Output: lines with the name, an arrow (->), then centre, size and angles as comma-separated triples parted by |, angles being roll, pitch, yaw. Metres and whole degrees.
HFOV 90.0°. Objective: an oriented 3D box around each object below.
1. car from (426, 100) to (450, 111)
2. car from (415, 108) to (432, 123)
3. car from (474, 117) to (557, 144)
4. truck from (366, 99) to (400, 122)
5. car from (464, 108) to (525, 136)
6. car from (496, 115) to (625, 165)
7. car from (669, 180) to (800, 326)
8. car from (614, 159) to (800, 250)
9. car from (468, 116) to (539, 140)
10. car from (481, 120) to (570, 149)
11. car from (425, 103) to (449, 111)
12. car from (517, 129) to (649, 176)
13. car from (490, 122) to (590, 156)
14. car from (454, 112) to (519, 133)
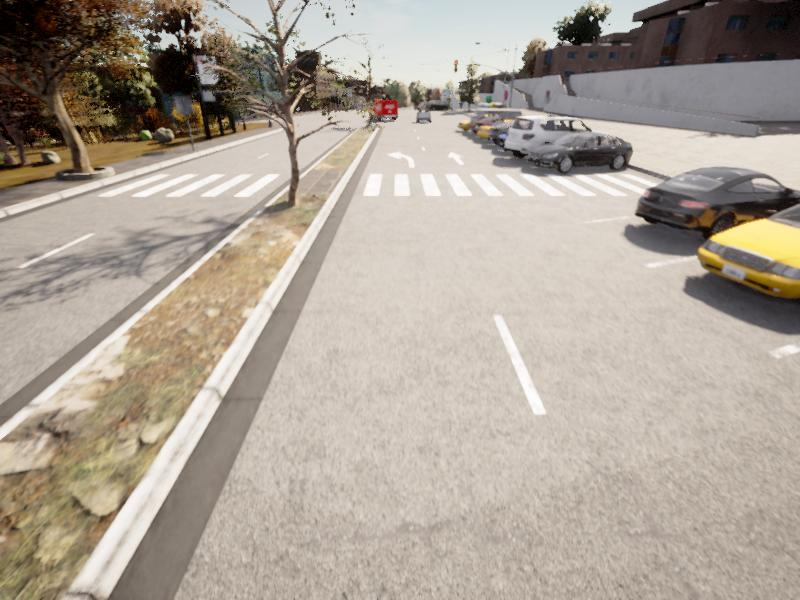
car -> 7.769, -40.143, 82.751 | 4.442, 1.987, 1.878 | -8, 27, -18
car -> 2.880, -22.602, 48.954 | 1.845, 1.501, 3.633 | 0, 27, 0
car -> 8.173, -12.100, 28.439 | 5.366, 1.575, 1.946 | -9, 28, -18
truck -> -2.309, -24.995, 52.664 | 2.627, 2.467, 5.204 | -11, 29, -22
car -> 7.882, -14.964, 33.552 | 4.442, 1.987, 1.878 | -9, 29, -18
car -> 8.048, -8.224, 20.315 | 5.566, 2.045, 2.435 | -9, 28, -18
car -> 7.876, -1.135, 7.103 | 5.366, 1.575, 1.946 | -9, 29, -18
car -> 8.038, -2.495, 9.832 | 4.674, 1.452, 2.002 | -9, 29, -18
car -> 8.019, -13.405, 31.062 | 4.792, 1.488, 2.163 | -9, 28, -18
car -> 7.999, -10.711, 25.726 | 4.892, 1.521, 2.231 | -9, 28, -18
car -> 7.864, -41.213, 85.593 | 4.674, 1.452, 2.002 | -8, 27, -18
car -> 8.034, -6.627, 17.760 | 4.892, 1.521, 2.231 | -9, 29, -18
car -> 8.018, -9.352, 23.068 | 5.008, 1.535, 2.097 | -9, 29, -18
car -> 7.809, -16.112, 36.288 | 5.366, 1.575, 1.946 | -9, 29, -18
